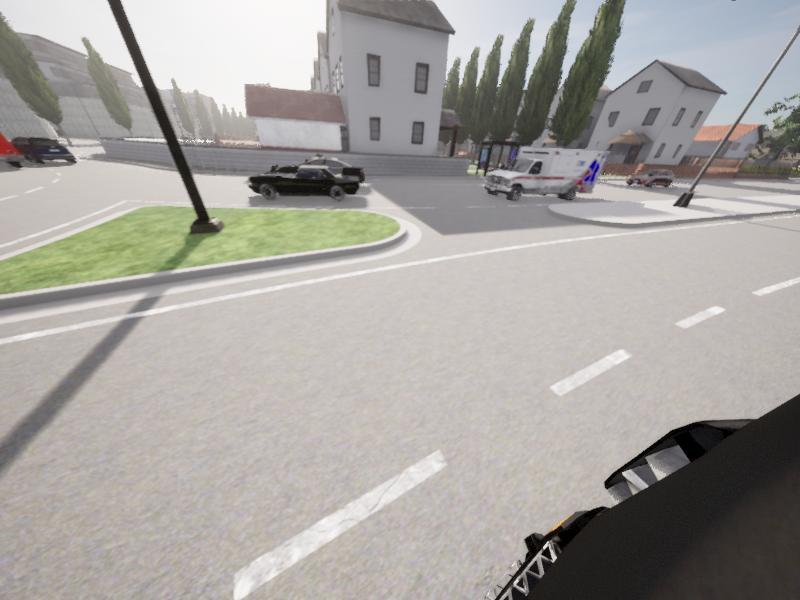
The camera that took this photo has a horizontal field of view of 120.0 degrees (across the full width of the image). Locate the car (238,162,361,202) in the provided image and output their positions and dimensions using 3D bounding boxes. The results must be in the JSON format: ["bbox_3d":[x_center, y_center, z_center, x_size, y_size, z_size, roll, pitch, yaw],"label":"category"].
[{"bbox_3d":[-4.218,-5.428,10.594,4.718,1.301,1.895,-2,34,-8],"label":"car"}]

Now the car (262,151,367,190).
[{"bbox_3d":[-4.614,-7.499,13.360,5.238,1.638,1.930,-3,34,-8],"label":"car"}]

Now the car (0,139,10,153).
[{"bbox_3d":[-38.324,-13.940,20.449,2.038,1.542,4.974,-18,39,-30],"label":"car"}]

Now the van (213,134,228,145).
[{"bbox_3d":[-57.383,-51.363,73.952,1.988,2.561,5.915,-9,35,-17],"label":"van"}]

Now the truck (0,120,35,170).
[{"bbox_3d":[-25.657,-9.162,13.441,5.204,2.467,2.627,14,35,16],"label":"truck"}]

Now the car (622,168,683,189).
[{"bbox_3d":[23.116,-11.149,21.195,4.193,1.474,1.816,-9,36,-18],"label":"car"}]

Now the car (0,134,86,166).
[{"bbox_3d":[-26.451,-10.992,16.886,4.856,1.649,2.033,14,35,15],"label":"car"}]

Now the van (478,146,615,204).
[{"bbox_3d":[8.028,-7.032,12.955,6.366,2.431,2.351,-9,35,-17],"label":"van"}]
